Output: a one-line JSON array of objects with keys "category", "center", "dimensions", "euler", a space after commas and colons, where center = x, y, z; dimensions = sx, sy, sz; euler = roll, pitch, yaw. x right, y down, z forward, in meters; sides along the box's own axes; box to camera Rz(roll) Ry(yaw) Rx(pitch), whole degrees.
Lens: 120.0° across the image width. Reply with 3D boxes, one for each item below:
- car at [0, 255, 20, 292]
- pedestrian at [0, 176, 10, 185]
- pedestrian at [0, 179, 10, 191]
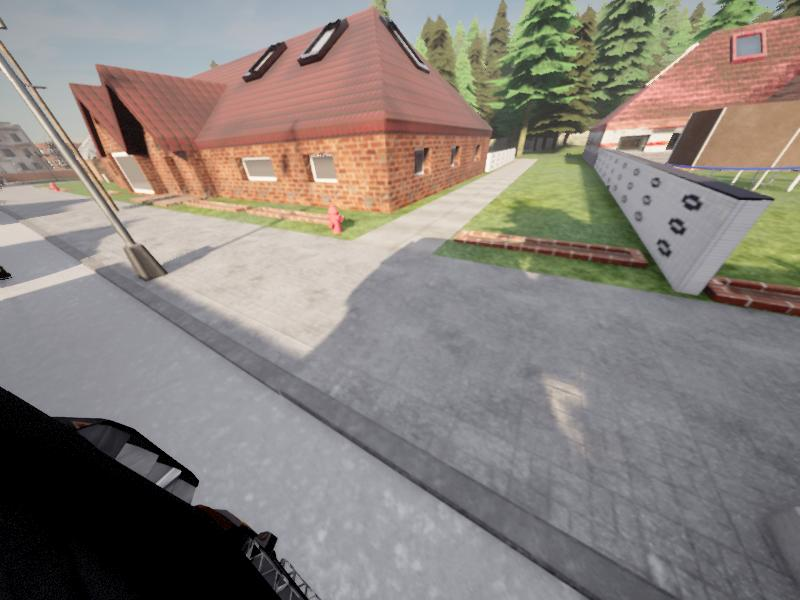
[{"category": "car", "center": [-11.116, -1.092, 5.145], "dimensions": [5.008, 1.535, 1.882], "euler": [16, 38, 26]}, {"category": "pedestrian", "center": [-60.238, -18.106, 35.021], "dimensions": [0.500, 1.100, 0.500], "euler": [25, 43, 36]}, {"category": "pedestrian", "center": [-44.017, -12.881, 25.115], "dimensions": [0.751, 1.860, 0.751], "euler": [23, 42, 34]}]
